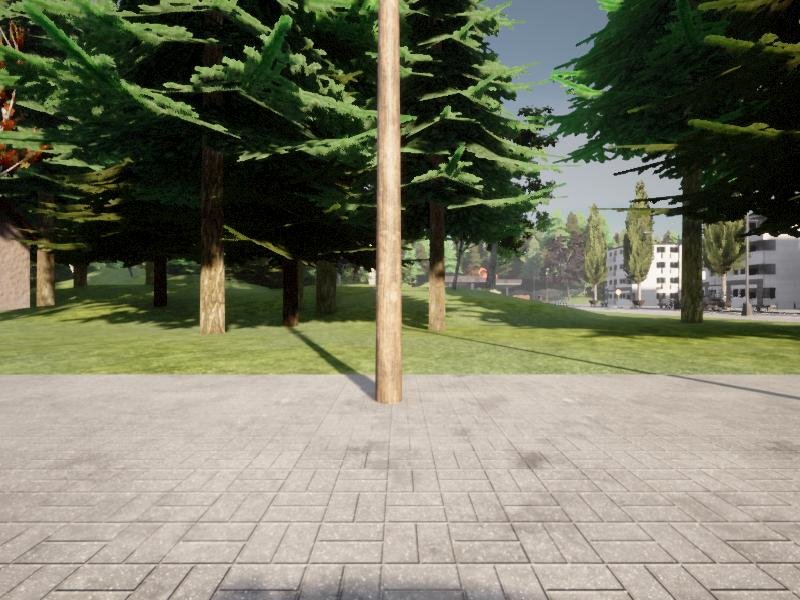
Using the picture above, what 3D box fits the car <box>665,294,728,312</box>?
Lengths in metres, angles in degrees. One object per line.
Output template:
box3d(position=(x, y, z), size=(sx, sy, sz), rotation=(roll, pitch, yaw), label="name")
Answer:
box3d(position=(25.592, 0.245, 34.749), size=(1.837, 1.490, 4.892), rotation=(0, 0, 0), label="car")

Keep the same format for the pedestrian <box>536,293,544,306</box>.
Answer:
box3d(position=(18.988, -0.067, 54.217), size=(0.751, 1.860, 0.751), rotation=(0, 0, -36), label="pedestrian")
